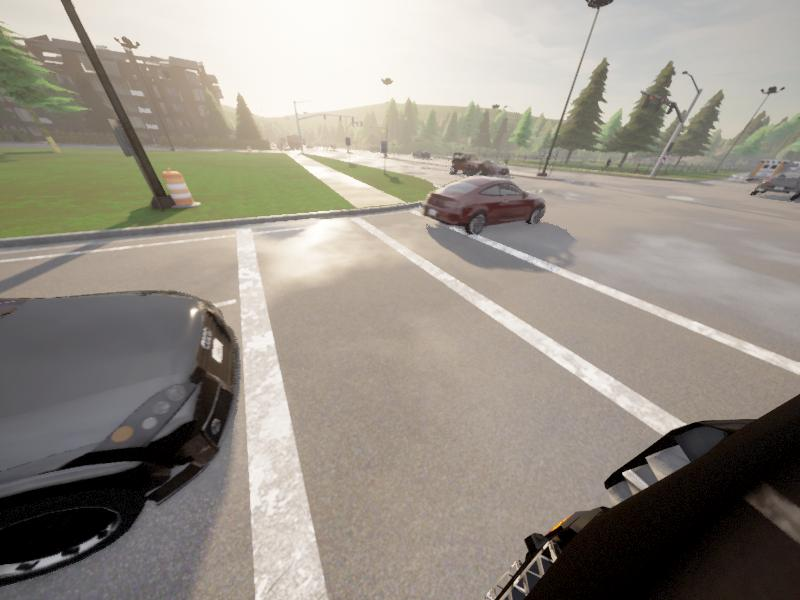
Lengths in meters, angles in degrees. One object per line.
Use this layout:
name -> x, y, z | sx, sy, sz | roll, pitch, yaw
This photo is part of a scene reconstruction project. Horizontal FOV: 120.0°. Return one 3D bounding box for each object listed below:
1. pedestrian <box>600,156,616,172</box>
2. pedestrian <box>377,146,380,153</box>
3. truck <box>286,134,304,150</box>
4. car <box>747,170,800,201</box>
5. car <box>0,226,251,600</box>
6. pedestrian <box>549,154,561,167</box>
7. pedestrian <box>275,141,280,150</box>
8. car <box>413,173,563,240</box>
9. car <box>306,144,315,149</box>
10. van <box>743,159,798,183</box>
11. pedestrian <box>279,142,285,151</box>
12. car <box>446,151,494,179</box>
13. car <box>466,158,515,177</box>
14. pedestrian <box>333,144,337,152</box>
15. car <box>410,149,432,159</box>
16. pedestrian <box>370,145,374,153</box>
pedestrian -> 29.136, -19.051, 32.389 | 0.751, 1.860, 0.751 | -14, 37, -23
pedestrian -> -6.939, -48.122, 73.719 | 0.751, 1.860, 0.751 | -23, 42, -33
truck -> -32.550, -48.865, 71.362 | 2.891, 3.827, 8.468 | -16, 38, -26
car -> 29.280, -8.750, 17.513 | 5.027, 1.651, 2.152 | -16, 38, -26
car -> -3.425, 0.817, 1.194 | 4.181, 1.385, 1.994 | -16, 38, -26
pedestrian -> 25.711, -23.233, 38.415 | 0.751, 1.860, 0.751 | -13, 37, -22
pedestrian -> -31.195, -39.431, 58.783 | 0.751, 1.860, 0.751 | -16, 38, -26
car -> 2.935, -3.299, 7.720 | 4.674, 1.442, 1.812 | -16, 38, -26
car -> -32.050, -55.085, 82.796 | 1.837, 1.490, 4.892 | -16, 38, -26
van -> 48.649, -16.928, 30.346 | 6.366, 2.431, 2.351 | -16, 38, -26
pedestrian -> -28.769, -37.480, 56.304 | 0.751, 1.860, 0.751 | -16, 38, -26
car -> 6.347, -12.587, 21.452 | 1.905, 1.878, 3.866 | -16, 38, -25
car -> 9.086, -13.535, 23.527 | 1.994, 1.385, 4.181 | -16, 38, -25
pedestrian -> -18.756, -44.038, 66.806 | 0.751, 1.860, 0.751 | -26, 43, -36
car -> 4.435, -31.404, 49.711 | 1.930, 1.638, 5.238 | -16, 38, -25
pedestrian -> -8.912, -48.083, 73.525 | 0.751, 1.860, 0.751 | 13, 35, 15
